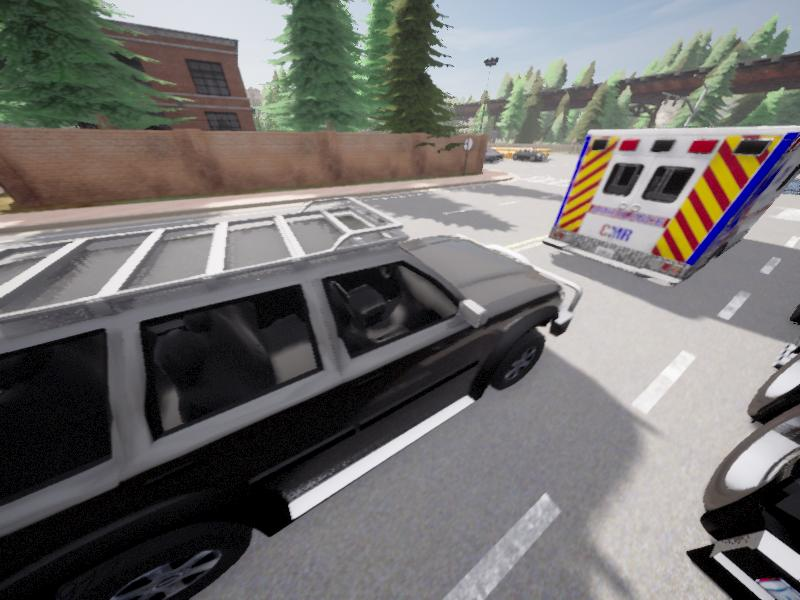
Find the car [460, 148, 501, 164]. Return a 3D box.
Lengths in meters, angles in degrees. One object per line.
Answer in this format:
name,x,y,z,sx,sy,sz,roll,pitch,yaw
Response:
car,9.482,-17.188,27.547,1.994,1.385,4.181,-18,39,-24

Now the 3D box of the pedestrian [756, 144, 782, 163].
pedestrian,43.448,-17.293,27.209,0.751,1.860,0.751,-17,38,-23

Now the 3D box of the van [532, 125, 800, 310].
van,6.466,-2.325,5.256,6.366,2.431,2.351,-18,39,-24

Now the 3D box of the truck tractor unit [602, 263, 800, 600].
truck tractor unit,5.108,-0.305,0.783,6.516,4.208,3.053,-18,39,-24

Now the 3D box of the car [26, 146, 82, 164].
car,-37.883,-16.115,25.498,1.816,1.474,4.193,-19,39,-26

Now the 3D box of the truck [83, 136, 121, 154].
truck,-50.074,-26.184,38.996,2.627,2.467,5.204,-25,42,-32

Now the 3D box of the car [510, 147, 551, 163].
car,16.408,-18.343,29.163,1.970,1.475,3.806,-18,39,-24

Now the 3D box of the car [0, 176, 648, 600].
car,-0.519,0.182,2.085,4.605,1.855,1.932,-18,39,-24
